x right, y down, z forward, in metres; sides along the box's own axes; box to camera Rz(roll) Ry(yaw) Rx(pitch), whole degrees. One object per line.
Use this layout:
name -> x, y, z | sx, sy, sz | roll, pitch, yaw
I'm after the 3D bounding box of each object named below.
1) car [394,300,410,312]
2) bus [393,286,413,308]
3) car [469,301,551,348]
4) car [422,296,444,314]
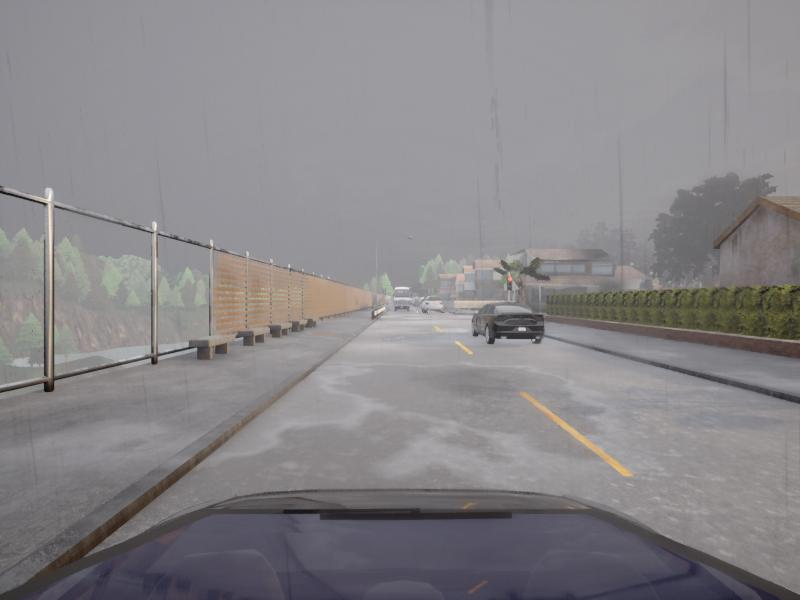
car -> 0.314, 0.781, 57.989 | 2.152, 1.651, 5.027 | 0, 0, 2
bus -> 0.551, -0.539, 83.810 | 3.944, 4.253, 10.273 | 0, 0, 0
car -> 4.085, 0.823, 15.817 | 1.882, 1.535, 5.008 | 0, 0, 0
car -> 3.954, 0.570, 48.679 | 2.150, 2.045, 5.566 | 0, 0, -1
